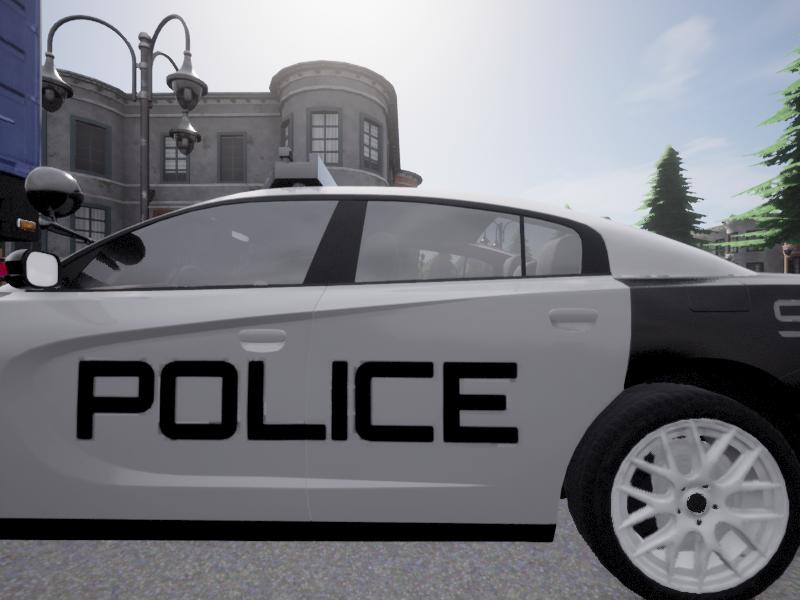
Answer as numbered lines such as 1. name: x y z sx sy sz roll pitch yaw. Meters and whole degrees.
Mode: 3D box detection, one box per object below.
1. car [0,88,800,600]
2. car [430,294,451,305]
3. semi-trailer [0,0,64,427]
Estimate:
1. car: -0.593 0.180 2.207 5.238 1.638 1.930 0 0 1
2. car: 8.026 -0.067 79.095 2.150 2.045 5.566 0 0 -17
3. semi-trailer: -10.202 -1.218 2.399 14.254 4.402 2.717 0 0 1
